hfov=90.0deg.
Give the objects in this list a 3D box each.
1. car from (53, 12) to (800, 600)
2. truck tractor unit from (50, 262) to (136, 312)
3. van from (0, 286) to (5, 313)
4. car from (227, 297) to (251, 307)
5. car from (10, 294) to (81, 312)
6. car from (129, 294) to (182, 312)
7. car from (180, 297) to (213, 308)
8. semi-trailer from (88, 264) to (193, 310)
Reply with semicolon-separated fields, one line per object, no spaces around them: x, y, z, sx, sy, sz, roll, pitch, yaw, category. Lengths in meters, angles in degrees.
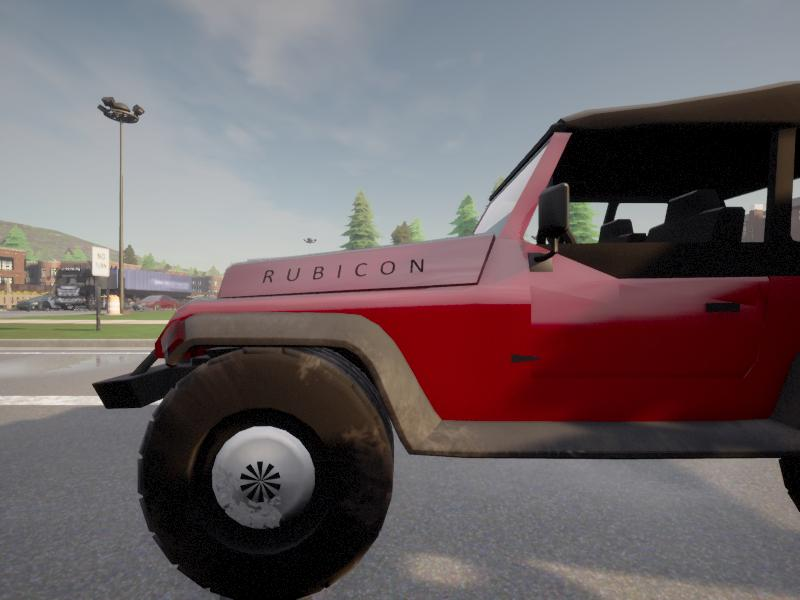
0.853;0.046;2.203;3.866;1.878;1.905;0;0;0;car
-28.367;-1.113;37.365;3.053;4.208;6.516;0;0;-1;truck tractor unit
-31.764;-0.029;28.914;2.069;2.038;4.480;0;0;-1;van
-25.175;0.244;62.685;1.837;1.490;4.892;0;0;-1;car
-31.855;0.224;36.159;2.038;1.542;4.974;0;0;-1;car
-21.341;0.269;35.133;1.812;1.442;4.674;0;0;-1;car
-25.021;0.307;49.351;1.994;1.385;4.181;0;0;-1;car
-28.467;-1.216;45.280;2.717;4.402;14.254;0;0;-1;semi-trailer
